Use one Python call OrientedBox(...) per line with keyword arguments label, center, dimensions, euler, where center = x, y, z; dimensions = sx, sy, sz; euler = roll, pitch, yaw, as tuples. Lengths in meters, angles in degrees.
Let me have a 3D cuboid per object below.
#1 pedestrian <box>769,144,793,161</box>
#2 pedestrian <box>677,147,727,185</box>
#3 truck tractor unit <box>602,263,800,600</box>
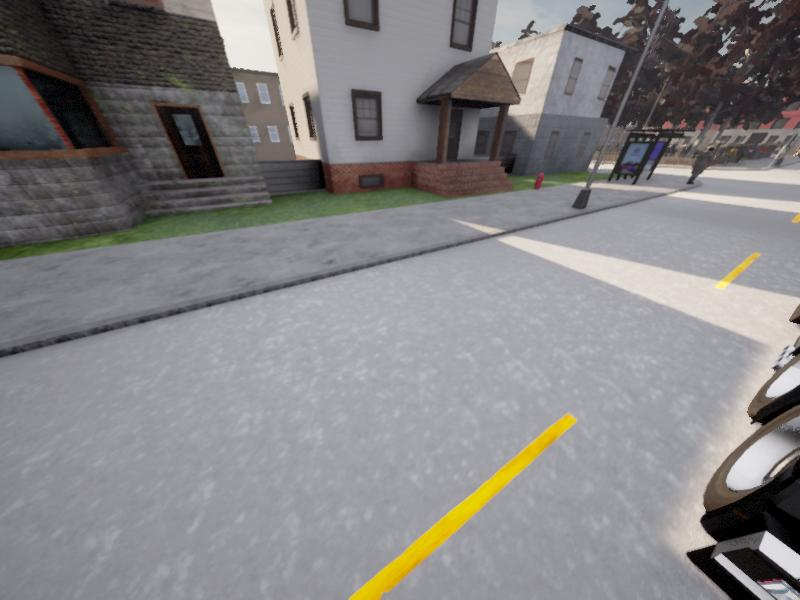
OrientedBox(label="pedestrian", center=(50.228, -19.424, 30.443), dimensions=(0.751, 1.860, 0.751), euler=(-16, 38, -22))
OrientedBox(label="pedestrian", center=(17.685, -7.880, 13.579), dimensions=(0.751, 1.860, 0.751), euler=(-3, 35, -5))
OrientedBox(label="truck tractor unit", center=(5.111, -0.298, 0.794), dimensions=(6.516, 4.208, 3.053), euler=(-18, 39, -24))
